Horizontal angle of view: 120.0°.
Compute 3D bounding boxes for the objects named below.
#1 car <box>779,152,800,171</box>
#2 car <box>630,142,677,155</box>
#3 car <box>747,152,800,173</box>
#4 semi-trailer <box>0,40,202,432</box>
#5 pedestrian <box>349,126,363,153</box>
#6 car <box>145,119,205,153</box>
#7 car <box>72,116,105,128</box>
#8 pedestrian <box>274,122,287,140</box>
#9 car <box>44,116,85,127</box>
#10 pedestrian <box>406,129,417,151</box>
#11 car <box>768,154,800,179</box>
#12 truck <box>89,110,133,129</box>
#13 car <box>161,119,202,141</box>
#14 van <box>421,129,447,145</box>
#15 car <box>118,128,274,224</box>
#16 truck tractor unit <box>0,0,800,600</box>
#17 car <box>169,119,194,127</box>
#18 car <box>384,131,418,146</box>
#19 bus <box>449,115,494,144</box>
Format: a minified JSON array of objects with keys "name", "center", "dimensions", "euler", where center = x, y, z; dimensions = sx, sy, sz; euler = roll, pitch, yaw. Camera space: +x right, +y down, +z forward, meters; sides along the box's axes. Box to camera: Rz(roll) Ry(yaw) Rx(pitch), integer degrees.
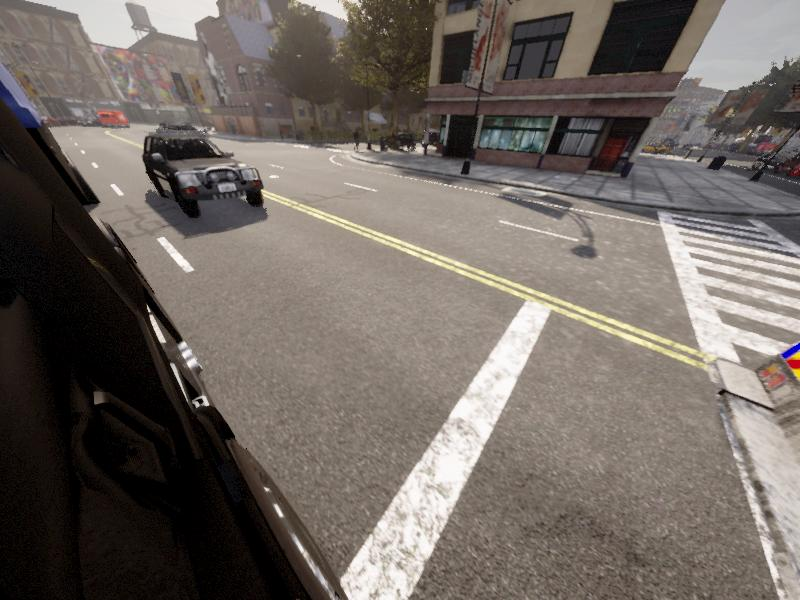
[{"name":"car","center":[45.020,-15.337,25.588],"dimensions":[1.851,1.617,3.988],"euler":[28,44,30]},{"name":"car","center":[46.227,-27.822,42.309],"dimensions":[5.366,1.575,1.801],"euler":[15,38,15]},{"name":"car","center":[38.800,-14.309,23.919],"dimensions":[1.837,1.490,4.892],"euler":[28,43,29]},{"name":"semi-trailer","center":[-8.726,-3.592,4.191],"dimensions":[14.254,4.402,2.717],"euler":[28,44,29]},{"name":"pedestrian","center":[-3.826,-14.114,20.347],"dimensions":[0.751,1.860,0.751],"euler":[29,44,30]},{"name":"car","center":[-17.601,-12.853,18.071],"dimensions":[4.605,1.855,1.932],"euler":[29,44,30]},{"name":"car","center":[-54.906,-31.447,40.857],"dimensions":[1.970,1.475,3.806],"euler":[-14,40,-21]},{"name":"pedestrian","center":[-15.557,-21.991,30.087],"dimensions":[0.751,1.860,0.751],"euler":[12,38,12]},{"name":"car","center":[-57.949,-30.918,40.030],"dimensions":[1.895,1.301,4.718],"euler":[-11,39,-17]},{"name":"pedestrian","center":[1.210,-16.758,24.188],"dimensions":[0.751,1.860,0.751],"euler":[31,45,33]},{"name":"car","center":[34.636,-11.421,19.782],"dimensions":[2.007,1.525,4.514],"euler":[28,44,30]},{"name":"truck","center":[-51.474,-32.344,41.368],"dimensions":[2.627,2.467,5.204],"euler":[-14,40,-21]},{"name":"car","center":[-25.179,-19.654,26.643],"dimensions":[4.605,1.855,1.932],"euler":[28,44,30]},{"name":"van","center":[5.722,-27.262,38.607],"dimensions":[2.069,2.038,4.480],"euler":[28,44,30]},{"name":"car","center":[-6.170,-3.968,6.978],"dimensions":[4.605,1.855,1.932],"euler":[27,43,30]},{"name":"truck tractor unit","center":[-2.645,-0.295,0.351],"dimensions":[6.516,4.208,3.053],"euler":[28,44,30]},{"name":"car","center":[-58.659,-47.705,62.209],"dimensions":[2.007,1.525,4.514],"euler":[7,37,6]},{"name":"car","center":[0.212,-23.288,33.294],"dimensions":[1.930,1.638,5.238],"euler":[28,44,29]},{"name":"bus","center":[14.716,-34.457,46.914],"dimensions":[3.944,4.253,10.273],"euler":[28,44,30]}]
